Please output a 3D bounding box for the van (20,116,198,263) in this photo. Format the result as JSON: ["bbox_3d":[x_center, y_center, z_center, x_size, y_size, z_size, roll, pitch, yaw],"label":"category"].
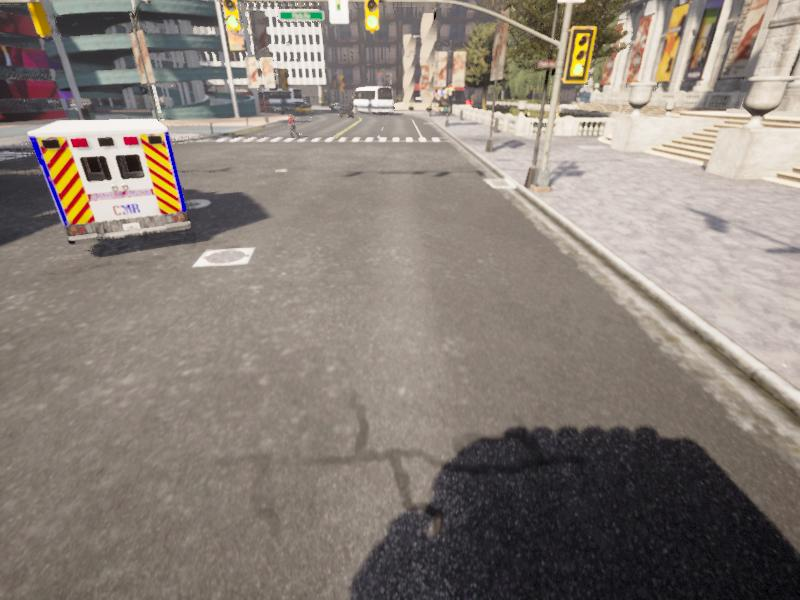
[{"bbox_3d":[-7.289,-3.338,10.492,2.351,2.431,6.366,-15,31,-28],"label":"van"}]

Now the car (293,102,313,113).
[{"bbox_3d":[-18.545,-36.882,76.518,1.905,1.878,3.866,-23,35,-37],"label":"car"}]

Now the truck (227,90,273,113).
[{"bbox_3d":[-29.745,-39.408,79.293,8.468,3.827,2.891,14,30,25],"label":"truck"}]

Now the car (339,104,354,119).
[{"bbox_3d":[-7.757,-27.222,57.657,1.905,1.878,3.866,-4,27,-9],"label":"car"}]

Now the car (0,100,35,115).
[{"bbox_3d":[-62.278,-30.583,63.606,5.566,2.045,2.435,0,27,0],"label":"car"}]

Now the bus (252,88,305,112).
[{"bbox_3d":[-25.524,-42.144,84.160,10.273,4.253,3.944,12,30,22],"label":"bus"}]

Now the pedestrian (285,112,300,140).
[{"bbox_3d":[-8.033,-13.018,29.937,0.751,1.860,0.751,-1,27,-2],"label":"pedestrian"}]

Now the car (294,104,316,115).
[{"bbox_3d":[-16.625,-33.245,69.785,1.801,1.575,5.366,-16,31,-28],"label":"car"}]

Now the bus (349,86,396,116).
[{"bbox_3d":[-4.932,-34.736,69.715,3.944,4.253,10.273,-14,30,-25],"label":"bus"}]
